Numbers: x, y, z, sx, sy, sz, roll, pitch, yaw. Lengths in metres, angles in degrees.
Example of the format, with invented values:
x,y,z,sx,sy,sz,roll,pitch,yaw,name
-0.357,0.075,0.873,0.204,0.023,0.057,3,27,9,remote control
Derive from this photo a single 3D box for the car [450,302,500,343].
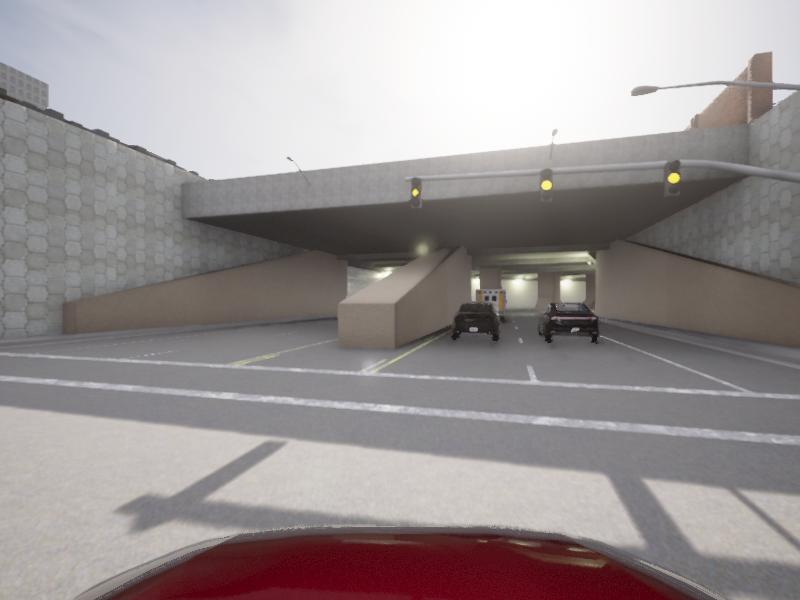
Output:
x,y,z,sx,sy,sz,roll,pitch,yaw,name
3.431,0.853,17.583,1.837,1.490,4.892,0,0,15,car

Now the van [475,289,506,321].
x,y,z,sx,sy,sz,roll,pitch,yaw,name
7.839,0.392,34.127,2.351,2.431,6.366,0,0,15,van

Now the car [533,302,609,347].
x,y,z,sx,sy,sz,roll,pitch,yaw,name
6.704,0.842,16.258,2.128,1.511,4.902,0,0,15,car
